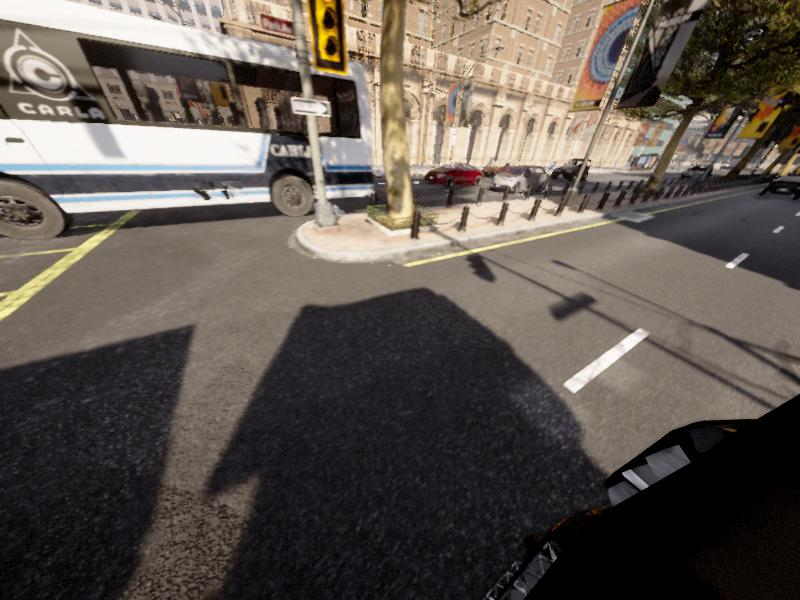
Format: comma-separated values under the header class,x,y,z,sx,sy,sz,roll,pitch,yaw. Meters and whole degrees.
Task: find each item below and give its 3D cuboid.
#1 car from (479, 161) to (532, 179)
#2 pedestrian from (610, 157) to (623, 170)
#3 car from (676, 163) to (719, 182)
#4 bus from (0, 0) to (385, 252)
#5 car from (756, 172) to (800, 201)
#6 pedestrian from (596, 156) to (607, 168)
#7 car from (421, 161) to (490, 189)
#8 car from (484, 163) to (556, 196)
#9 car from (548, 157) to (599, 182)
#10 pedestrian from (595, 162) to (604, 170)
class,x,y,z,sx,sy,sz,roll,pitch,yaw
car,10.161,-12.516,22.197,4.718,1.301,1.895,-16,38,-26
pedestrian,37.332,-23.519,39.882,0.751,1.860,0.751,-13,37,-22
car,38.406,-16.494,29.788,4.605,1.855,1.932,-16,38,-26
bus,-5.925,-4.702,6.657,10.273,4.253,3.944,-16,38,-26
car,31.821,-9.346,18.833,5.238,1.638,1.930,-17,38,-26
pedestrian,38.689,-26.473,44.394,0.751,1.860,0.751,-12,37,-21
car,3.786,-8.629,15.853,4.181,1.385,1.994,-16,38,-26
car,7.385,-7.485,14.277,3.633,1.501,1.845,-16,38,-26
car,16.628,-12.517,22.169,3.866,1.878,1.905,-16,38,-26
pedestrian,33.126,-22.262,38.367,0.500,1.100,0.500,-18,39,-28
